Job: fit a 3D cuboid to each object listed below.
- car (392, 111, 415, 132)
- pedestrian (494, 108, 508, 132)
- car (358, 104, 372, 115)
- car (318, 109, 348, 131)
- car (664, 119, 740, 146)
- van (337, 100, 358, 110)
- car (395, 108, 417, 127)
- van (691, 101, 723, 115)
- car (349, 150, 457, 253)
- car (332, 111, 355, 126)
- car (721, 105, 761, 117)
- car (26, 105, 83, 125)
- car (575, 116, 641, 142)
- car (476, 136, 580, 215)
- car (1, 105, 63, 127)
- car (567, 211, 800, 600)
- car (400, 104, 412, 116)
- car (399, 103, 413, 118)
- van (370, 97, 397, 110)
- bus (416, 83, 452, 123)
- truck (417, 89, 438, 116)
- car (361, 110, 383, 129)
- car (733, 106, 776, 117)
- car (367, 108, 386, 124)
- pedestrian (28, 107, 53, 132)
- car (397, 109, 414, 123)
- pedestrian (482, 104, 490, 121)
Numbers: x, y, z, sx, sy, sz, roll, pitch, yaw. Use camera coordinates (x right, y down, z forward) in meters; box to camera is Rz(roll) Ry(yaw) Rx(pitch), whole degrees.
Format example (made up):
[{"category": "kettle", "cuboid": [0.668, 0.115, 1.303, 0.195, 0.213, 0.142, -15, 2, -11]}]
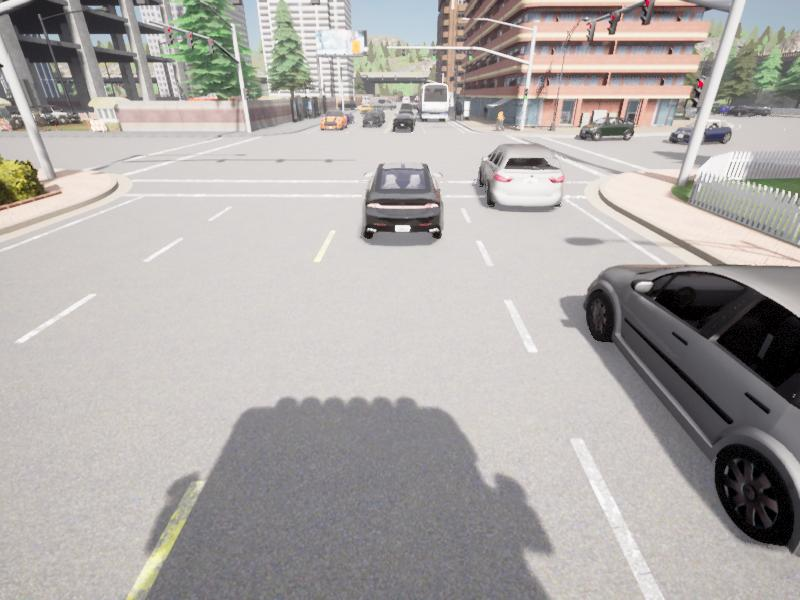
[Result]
[{"category": "car", "cuboid": [0.384, -16.965, 37.907, 1.930, 1.638, 5.238, 2, 27, 3]}, {"category": "pedestrian", "cuboid": [8.524, -15.225, 33.850, 0.751, 1.860, 0.751, 0, 27, 0]}, {"category": "car", "cuboid": [-5.963, -32.893, 69.073, 1.882, 1.535, 5.008, 0, 27, 1]}, {"category": "car", "cuboid": [-6.444, -17.638, 39.053, 2.097, 1.767, 4.553, 0, 27, 1]}, {"category": "car", "cuboid": [20.357, -11.352, 27.018, 3.806, 1.475, 1.970, -9, 29, -18]}, {"category": "van", "cuboid": [-11.783, -44.107, 90.444, 4.442, 1.987, 1.775, 1, 27, 1]}, {"category": "car", "cuboid": [0.617, -19.970, 43.733, 2.242, 1.667, 4.611, 0, 27, 1]}, {"category": "van", "cuboid": [51.587, -32.364, 67.416, 1.775, 1.987, 4.442, 1, 27, 1]}, {"category": "car", "cuboid": [0.078, -2.804, 10.444, 2.128, 1.511, 4.902, 0, 27, 0]}, {"category": "car", "cuboid": [-6.344, -20.615, 45.401, 1.895, 1.301, 4.718, 0, 27, 1]}, {"category": "car", "cuboid": [51.419, -28.567, 60.544, 1.837, 1.490, 4.892, 1, 27, 1]}, {"category": "car", "cuboid": [-36.810, -19.800, 42.754, 3.866, 1.878, 1.905, 0, 27, 1]}, {"category": "car", "cuboid": [15.055, -12.459, 29.093, 3.705, 1.549, 1.789, -5, 28, -10]}, {"category": "car", "cuboid": [3.858, -4.240, 13.070, 2.242, 1.667, 4.611, 2, 27, 5]}, {"category": "car", "cuboid": [-36.847, -18.458, 40.137, 3.866, 1.878, 1.905, 0, 27, 1]}, {"category": "car", "cuboid": [3.498, 0.414, 4.063, 1.851, 1.617, 3.988, 0, 27, 1]}, {"category": "car", "cuboid": [1.019, -32.300, 67.912, 1.801, 1.575, 5.366, 0, 27, 1]}, {"category": "car", "cuboid": [0.893, -28.411, 59.945, 1.905, 1.878, 3.866, 0, 27, 1]}, {"category": "van", "cuboid": [-3.670, -44.298, 90.163, 5.915, 2.561, 1.988, 1, 27, 1]}, {"category": "bus", "cuboid": [4.154, -25.664, 52.009, 3.944, 4.253, 10.273, 0, 27, 1]}, {"category": "truck", "cuboid": [4.531, -33.507, 67.754, 2.891, 3.827, 8.468, 0, 27, 1]}, {"category": "car", "cuboid": [-2.892, -19.076, 42.183, 1.837, 1.490, 4.892, 0, 27, 1]}, {"category": "car", "cuboid": [54.967, -29.368, 62.210, 2.033, 1.411, 5.357, 1, 27, 1]}, {"category": "car", "cuboid": [-2.791, -22.366, 48.597, 1.837, 1.490, 4.892, 0, 27, 1]}, {"category": "pedestrian", "cuboid": [-30.166, -15.112, 33.552, 0.751, 1.860, 0.751, -3, 27, -5]}, {"category": "car", "cuboid": [0.744, -23.310, 50.548, 2.033, 1.411, 5.357, 0, 27, 1]}, {"category": "pedestrian", "cuboid": [10.578, -23.082, 49.204, 0.751, 1.860, 0.751, 0, 27, 0]}]
